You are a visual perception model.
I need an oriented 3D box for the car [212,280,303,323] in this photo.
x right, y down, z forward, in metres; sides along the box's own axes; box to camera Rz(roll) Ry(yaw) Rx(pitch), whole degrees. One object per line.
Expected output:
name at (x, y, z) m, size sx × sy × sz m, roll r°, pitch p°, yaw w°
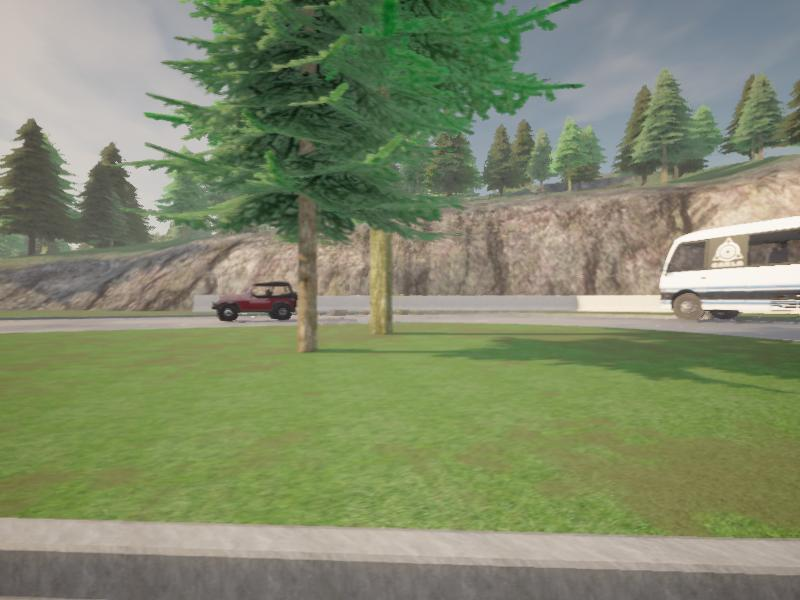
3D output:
car at (-6.728, 0.060, 18.879) m, size 3.866 × 1.878 × 1.905 m, roll 0°, pitch 0°, yaw -25°

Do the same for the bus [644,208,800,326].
bus at (15.888, -1.128, 15.807) m, size 3.944 × 4.253 × 10.273 m, roll 2°, pitch -1°, yaw -23°
